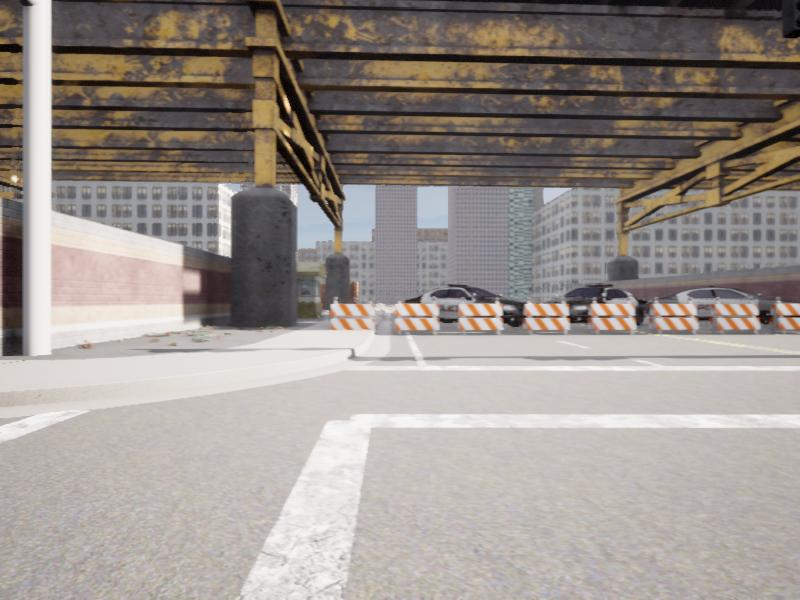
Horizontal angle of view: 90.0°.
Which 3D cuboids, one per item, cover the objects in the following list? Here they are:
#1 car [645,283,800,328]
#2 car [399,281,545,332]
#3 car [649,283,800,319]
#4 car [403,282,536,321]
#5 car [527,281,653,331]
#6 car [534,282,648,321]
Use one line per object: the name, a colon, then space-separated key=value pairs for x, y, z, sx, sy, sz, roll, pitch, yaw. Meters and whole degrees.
car: x=12.422 y=0.196 z=15.436 sx=4.974 sy=1.542 sz=2.038 roll=0 pitch=0 yaw=29
car: x=2.447 y=0.196 z=14.634 sx=4.974 sy=1.542 sz=2.038 roll=0 pitch=0 yaw=44
car: x=12.376 y=0.038 z=15.461 sx=4.536 sy=1.218 sz=1.853 roll=0 pitch=0 yaw=29
car: x=2.409 y=0.039 z=14.669 sx=4.536 sy=1.218 sz=1.853 roll=0 pitch=0 yaw=44
car: x=7.055 y=0.196 z=14.646 sx=4.974 sy=1.542 sz=2.038 roll=0 pitch=0 yaw=-36
car: x=7.097 y=0.038 z=14.677 sx=4.536 sy=1.218 sz=1.853 roll=0 pitch=0 yaw=-36
